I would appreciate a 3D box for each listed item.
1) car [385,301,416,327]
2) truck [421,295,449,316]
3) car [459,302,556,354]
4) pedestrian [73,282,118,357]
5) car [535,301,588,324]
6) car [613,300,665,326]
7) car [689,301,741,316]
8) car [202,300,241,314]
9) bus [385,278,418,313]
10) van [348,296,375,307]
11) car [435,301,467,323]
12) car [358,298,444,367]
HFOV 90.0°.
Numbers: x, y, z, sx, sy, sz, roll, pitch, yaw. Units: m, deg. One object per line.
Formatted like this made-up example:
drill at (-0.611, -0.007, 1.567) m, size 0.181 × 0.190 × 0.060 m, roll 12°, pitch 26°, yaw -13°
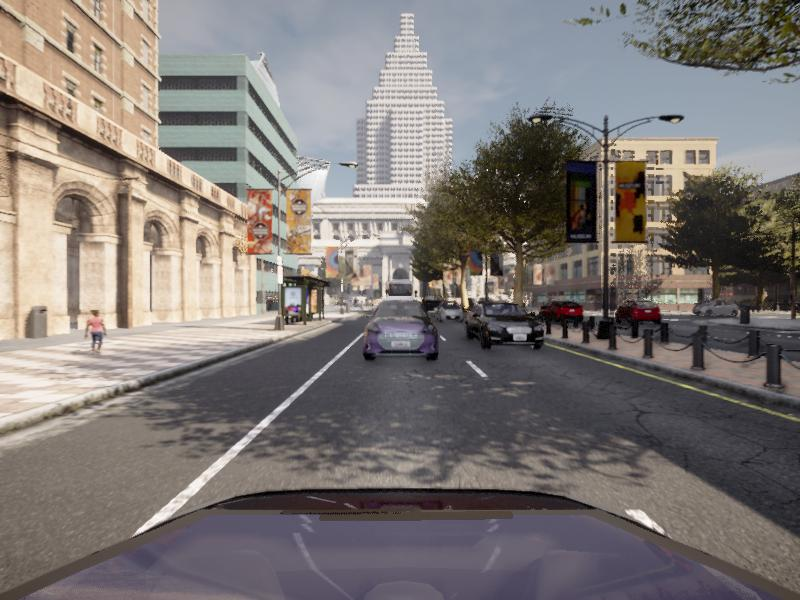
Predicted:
car at (0.035, 0.837, 25.827) m, size 1.837 × 1.490 × 4.892 m, roll 0°, pitch 0°, yaw 0°
truck at (3.543, 0.532, 41.948) m, size 2.390 × 2.098 × 6.274 m, roll 0°, pitch 0°, yaw 0°
car at (3.515, 0.833, 14.156) m, size 2.128 × 1.511 × 4.902 m, roll 0°, pitch 0°, yaw 0°
pedestrian at (-7.878, 0.482, 10.381) m, size 0.751 × 1.860 × 0.751 m, roll 0°, pitch 0°, yaw -22°
car at (11.512, 0.821, 28.831) m, size 2.007 × 1.525 × 4.514 m, roll 0°, pitch 0°, yaw 0°
car at (15.587, 0.809, 26.281) m, size 1.789 × 1.549 × 3.705 m, roll -1°, pitch 0°, yaw 12°
car at (30.892, 0.817, 39.279) m, size 3.633 × 1.501 × 1.845 m, roll 0°, pitch 0°, yaw -1°
car at (-19.278, 0.746, 43.461) m, size 2.161 × 1.482 × 4.786 m, roll 0°, pitch 0°, yaw 0°
bus at (0.188, -0.550, 53.811) m, size 3.944 × 4.253 × 10.273 m, roll 0°, pitch 0°, yaw 0°
van at (-9.068, 0.349, 94.617) m, size 6.366 × 2.431 × 2.351 m, roll 0°, pitch 0°, yaw 0°
car at (3.548, 0.820, 28.591) m, size 1.845 × 1.501 × 3.633 m, roll 0°, pitch 0°, yaw 0°
car at (0.014, 0.774, 11.945) m, size 2.033 × 1.649 × 4.856 m, roll 0°, pitch 0°, yaw 0°
